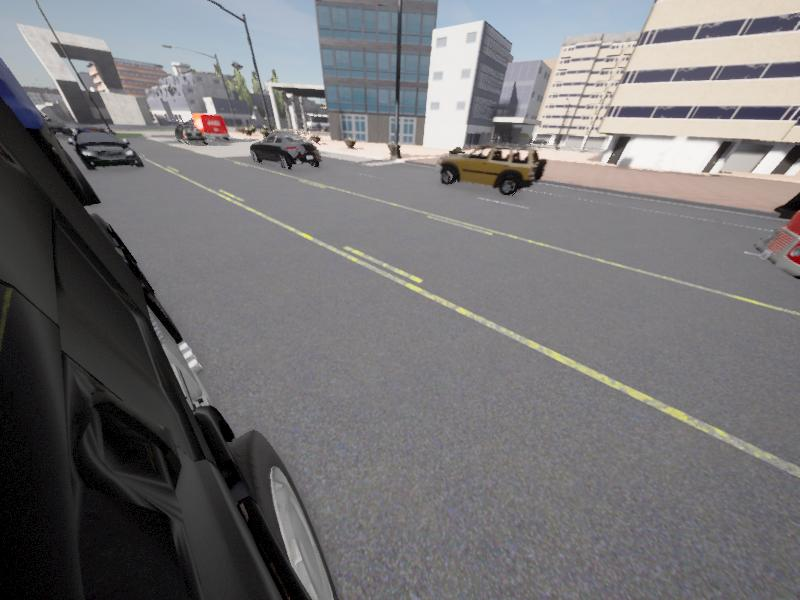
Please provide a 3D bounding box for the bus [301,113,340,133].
[{"bbox_3d":[-23.706,-53.594,70.065,3.944,4.253,10.273,27,43,29],"label":"bus"}]

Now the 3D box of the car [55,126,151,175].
[{"bbox_3d":[-14.686,-7.501,11.404,4.974,1.542,2.038,28,43,30],"label":"car"}]

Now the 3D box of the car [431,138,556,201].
[{"bbox_3d":[4.023,-6.115,10.553,4.605,1.855,1.932,25,42,27],"label":"car"}]

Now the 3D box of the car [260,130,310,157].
[{"bbox_3d":[-9.528,-13.063,19.175,3.705,1.549,1.789,27,43,28],"label":"car"}]

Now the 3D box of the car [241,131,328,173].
[{"bbox_3d":[-6.879,-8.919,13.757,5.027,1.651,2.152,27,43,29],"label":"car"}]

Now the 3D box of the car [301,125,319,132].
[{"bbox_3d":[-27.663,-52.936,71.216,1.837,1.490,4.892,27,43,29],"label":"car"}]

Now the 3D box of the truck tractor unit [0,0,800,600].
[{"bbox_3d":[-2.645,-0.295,0.351,6.516,4.208,3.053,28,44,30],"label":"truck tractor unit"}]

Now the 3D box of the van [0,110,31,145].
[{"bbox_3d":[-29.827,-12.814,17.070,4.442,1.987,1.775,25,42,27],"label":"van"}]

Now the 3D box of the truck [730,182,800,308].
[{"bbox_3d":[9.476,-0.494,2.942,5.204,2.467,2.627,28,44,29],"label":"truck"}]

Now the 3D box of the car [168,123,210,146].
[{"bbox_3d":[-20.514,-16.072,22.433,3.705,1.549,1.789,30,44,30],"label":"car"}]

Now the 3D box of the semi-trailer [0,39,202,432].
[{"bbox_3d":[-8.717,-3.602,4.195,14.254,4.402,2.717,28,43,29],"label":"semi-trailer"}]

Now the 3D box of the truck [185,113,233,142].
[{"bbox_3d":[-22.770,-20.604,27.571,5.204,2.467,2.627,32,45,32],"label":"truck"}]

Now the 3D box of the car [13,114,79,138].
[{"bbox_3d":[-35.173,-17.332,22.997,4.611,1.667,2.242,19,40,20],"label":"car"}]
